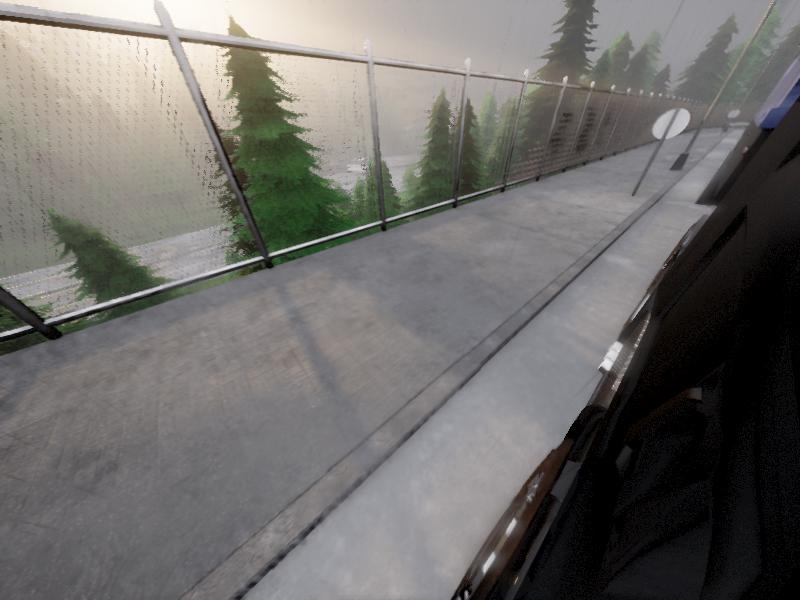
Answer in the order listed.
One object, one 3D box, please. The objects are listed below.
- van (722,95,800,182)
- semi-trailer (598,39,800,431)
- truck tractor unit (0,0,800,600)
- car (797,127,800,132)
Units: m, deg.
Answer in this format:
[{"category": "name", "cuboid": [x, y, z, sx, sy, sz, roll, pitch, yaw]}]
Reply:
[{"category": "van", "cuboid": [16.442, -6.974, 9.815, 5.915, 2.561, 1.988, -28, 43, -30]}, {"category": "semi-trailer", "cuboid": [8.692, -3.608, 4.237, 14.254, 4.402, 2.717, -28, 44, -30]}, {"category": "truck tractor unit", "cuboid": [2.645, -0.295, 0.351, 6.516, 4.208, 3.053, -28, 44, -30]}, {"category": "car", "cuboid": [49.040, -20.788, 26.959, 5.027, 1.651, 2.152, -26, 42, -28]}]
